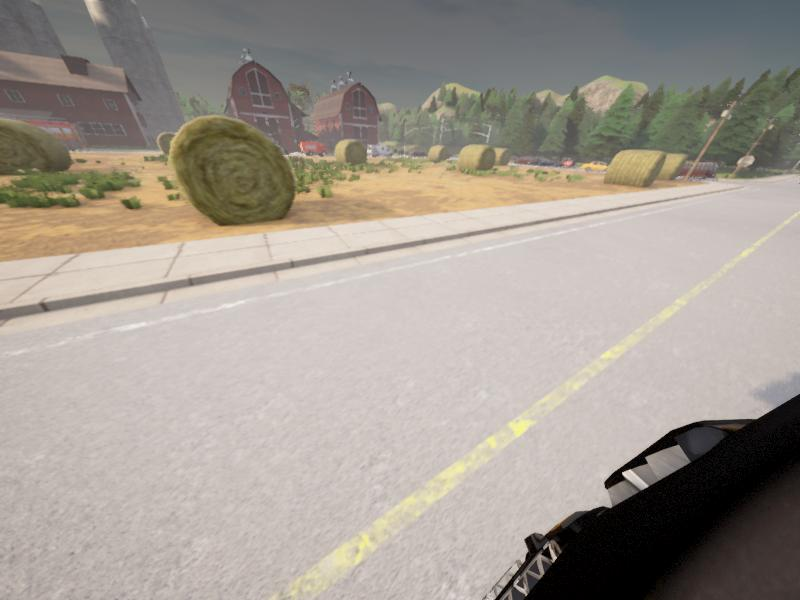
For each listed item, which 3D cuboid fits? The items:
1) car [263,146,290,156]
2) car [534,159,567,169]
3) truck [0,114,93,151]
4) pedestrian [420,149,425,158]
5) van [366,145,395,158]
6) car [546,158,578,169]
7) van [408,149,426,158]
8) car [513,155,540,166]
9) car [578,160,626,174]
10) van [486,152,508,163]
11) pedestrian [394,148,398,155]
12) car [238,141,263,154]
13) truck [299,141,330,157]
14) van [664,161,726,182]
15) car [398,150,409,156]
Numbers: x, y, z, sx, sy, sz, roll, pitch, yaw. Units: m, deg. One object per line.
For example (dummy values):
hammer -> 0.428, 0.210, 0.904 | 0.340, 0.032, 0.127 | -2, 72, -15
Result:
car -> -23.657, -28.542, 44.282 | 4.181, 1.385, 1.994 | -19, 40, -28
car -> 28.268, -25.728, 43.632 | 1.895, 1.301, 4.718 | -18, 39, -28
truck -> -50.177, -22.848, 31.717 | 8.468, 3.827, 2.891 | -19, 39, -29
pedestrian -> 5.465, -36.202, 57.067 | 0.751, 1.860, 0.751 | 29, 42, 34
van -> -4.560, -35.470, 55.097 | 6.366, 2.431, 2.351 | -19, 39, -29
car -> 31.444, -26.575, 44.913 | 2.007, 1.525, 4.514 | -18, 39, -28
van -> 4.722, -40.778, 64.140 | 4.442, 1.987, 1.775 | -19, 39, -29
car -> 27.324, -30.338, 50.085 | 2.097, 1.767, 4.553 | -18, 39, -28
car -> 32.828, -21.816, 37.761 | 1.801, 1.575, 5.366 | -18, 39, -28
van -> 23.145, -34.121, 55.351 | 1.775, 1.987, 4.442 | -18, 39, -28
pedestrian -> -1.298, -48.069, 74.605 | 0.751, 1.860, 0.751 | -14, 37, -24
car -> -30.773, -31.552, 47.632 | 1.905, 1.878, 3.866 | 14, 37, 7
truck -> -17.531, -31.072, 47.547 | 5.204, 2.467, 2.627 | -19, 39, -29
van -> 38.561, -16.918, 30.370 | 1.775, 1.987, 4.442 | -18, 39, -28
car -> 1.218, -49.789, 77.958 | 1.789, 1.549, 3.705 | -18, 39, -28
